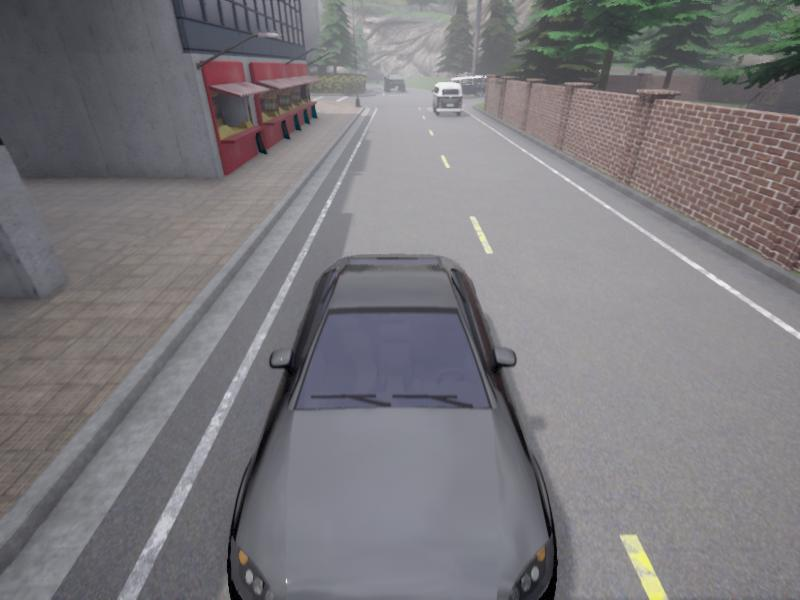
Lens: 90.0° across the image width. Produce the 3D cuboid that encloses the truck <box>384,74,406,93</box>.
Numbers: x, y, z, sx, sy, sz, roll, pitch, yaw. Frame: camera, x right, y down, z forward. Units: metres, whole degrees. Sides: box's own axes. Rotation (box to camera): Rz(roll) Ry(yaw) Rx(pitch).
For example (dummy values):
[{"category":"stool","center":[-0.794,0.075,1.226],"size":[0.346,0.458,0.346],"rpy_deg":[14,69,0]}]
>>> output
[{"category":"truck","center":[-0.751,-29.064,53.603],"size":[2.390,2.098,6.274],"rpy_deg":[-3,30,-6]}]

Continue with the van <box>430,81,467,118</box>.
[{"category":"van","center":[3.358,-14.413,28.620],"size":[2.069,2.038,4.480],"rpy_deg":[0,30,0]}]

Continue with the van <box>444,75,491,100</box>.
[{"category":"van","center":[6.937,-22.157,41.685],"size":[4.480,2.038,2.069],"rpy_deg":[-4,30,1]}]

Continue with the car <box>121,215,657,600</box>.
[{"category":"car","center":[-0.057,0.584,3.643],"size":[1.994,1.385,4.181],"rpy_deg":[0,30,-1]}]
